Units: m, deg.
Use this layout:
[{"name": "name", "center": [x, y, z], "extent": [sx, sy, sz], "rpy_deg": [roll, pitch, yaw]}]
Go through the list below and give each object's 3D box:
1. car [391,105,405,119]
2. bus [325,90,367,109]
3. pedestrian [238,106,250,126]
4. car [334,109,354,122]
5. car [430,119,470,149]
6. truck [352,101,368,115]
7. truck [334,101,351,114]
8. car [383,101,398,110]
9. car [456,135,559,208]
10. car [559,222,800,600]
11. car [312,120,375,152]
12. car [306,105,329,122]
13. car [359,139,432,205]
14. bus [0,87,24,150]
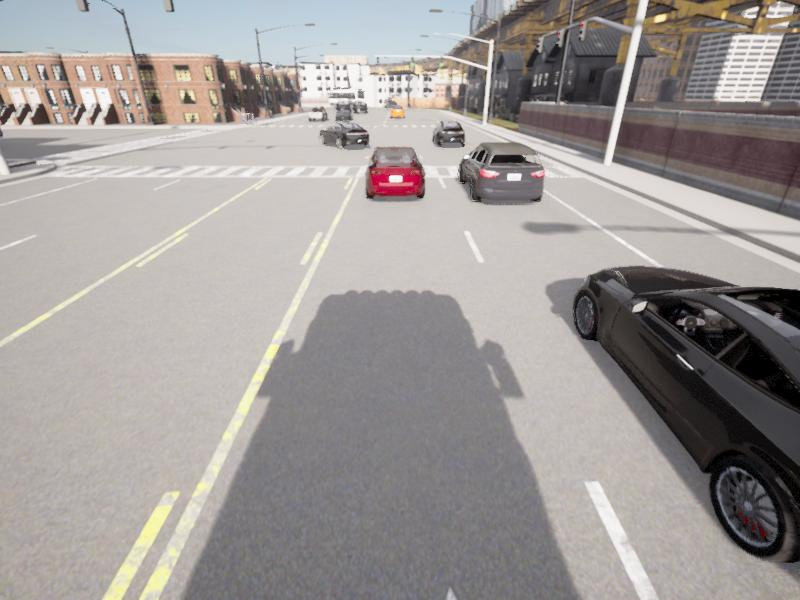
[{"name": "car", "center": [-0.308, -28.502, 60.455], "extent": [2.097, 1.767, 4.553], "rpy_deg": [0, 27, 0]}, {"name": "bus", "center": [-13.917, -51.376, 102.497], "extent": [10.273, 4.253, 3.944], "rpy_deg": [17, 32, 30]}, {"name": "pedestrian", "center": [-16.675, -19.734, 42.849], "extent": [0.751, 1.860, 0.751], "rpy_deg": [-4, 27, -8]}, {"name": "car", "center": [-7.258, -24.200, 52.508], "extent": [1.994, 1.385, 4.181], "rpy_deg": [0, 27, 0]}, {"name": "car", "center": [3.336, -11.523, 27.551], "extent": [2.128, 1.511, 4.902], "rpy_deg": [0, 27, 0]}, {"name": "truck", "center": [-7.342, -35.499, 73.805], "extent": [2.390, 2.098, 6.274], "rpy_deg": [0, 27, 0]}, {"name": "truck", "center": [-10.852, -36.825, 76.401], "extent": [2.390, 2.098, 6.274], "rpy_deg": [0, 27, 0]}, {"name": "car", "center": [-2.256, -46.992, 96.541], "extent": [1.905, 1.878, 3.866], "rpy_deg": [-15, 31, -28]}, {"name": "car", "center": [3.387, -4.584, 13.797], "extent": [2.242, 1.667, 4.611], "rpy_deg": [0, 27, 0]}, {"name": "car", "center": [3.427, 0.595, 3.916], "extent": [1.812, 1.442, 4.674], "rpy_deg": [0, 27, 0]}, {"name": "car", "center": [-3.794, -10.905, 26.342], "extent": [2.128, 1.511, 4.902], "rpy_deg": [-16, 31, -28]}, {"name": "car", "center": [-10.760, -24.511, 52.559], "extent": [1.932, 1.855, 4.605], "rpy_deg": [0, 27, 0]}, {"name": "car", "center": [-0.197, -4.696, 14.227], "extent": [2.163, 1.488, 4.792], "rpy_deg": [-1, 27, -2]}, {"name": "bus", "center": [-30.225, -11.215, 23.950], "extent": [10.273, 4.253, 3.944], "rpy_deg": [0, 27, 0]}]
